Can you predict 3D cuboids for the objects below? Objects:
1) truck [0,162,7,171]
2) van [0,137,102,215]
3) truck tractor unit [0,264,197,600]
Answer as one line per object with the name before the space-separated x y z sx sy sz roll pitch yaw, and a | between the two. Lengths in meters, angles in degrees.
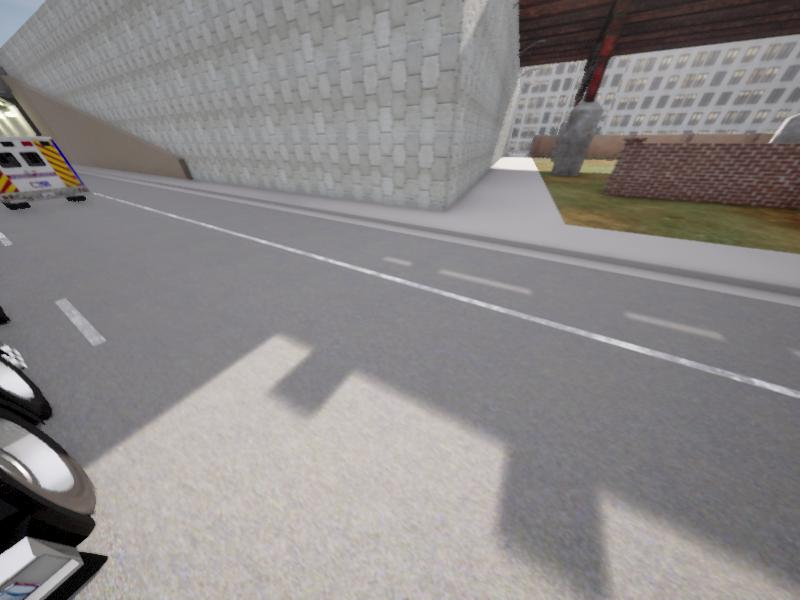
truck | -42.410 -14.602 21.980 8.468 3.827 2.891 18 39 24
van | -16.745 -5.665 10.153 6.366 2.431 2.351 18 39 24
truck tractor unit | -5.113 -0.300 0.781 6.516 4.208 3.053 18 39 24
